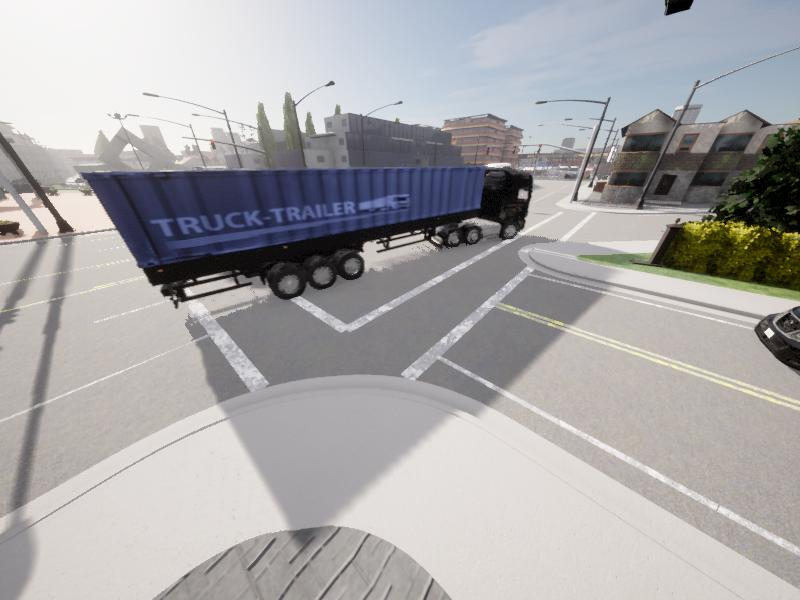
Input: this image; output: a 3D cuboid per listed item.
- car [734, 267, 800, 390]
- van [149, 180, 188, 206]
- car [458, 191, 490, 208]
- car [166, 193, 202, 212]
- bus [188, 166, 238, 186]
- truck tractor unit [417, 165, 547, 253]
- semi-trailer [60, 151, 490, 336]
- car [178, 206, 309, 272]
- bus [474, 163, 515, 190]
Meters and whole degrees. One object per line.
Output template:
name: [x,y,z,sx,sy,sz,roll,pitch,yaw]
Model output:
car: [11.035,1.388,3.860,5.566,2.045,2.150,23,37,34]
van: [-29.986,-13.922,29.886,5.915,2.561,1.988,23,37,34]
car: [9.223,-12.511,28.609,1.895,1.301,4.718,23,38,34]
car: [-24.281,-11.043,25.962,4.193,1.474,1.816,23,37,34]
bus: [-48.856,-32.959,61.143,3.944,4.253,10.273,3,30,3]
truck tractor unit: [4.728,-5.838,14.200,6.516,4.208,3.053,-13,32,-20]
semi-trailer: [-1.705,-3.651,10.241,14.254,4.402,2.717,-22,36,-33]
car: [-7.863,-3.658,12.650,2.150,2.045,5.566,9,31,15]
bus: [19.637,-25.762,47.774,3.944,4.253,10.273,23,39,34]
